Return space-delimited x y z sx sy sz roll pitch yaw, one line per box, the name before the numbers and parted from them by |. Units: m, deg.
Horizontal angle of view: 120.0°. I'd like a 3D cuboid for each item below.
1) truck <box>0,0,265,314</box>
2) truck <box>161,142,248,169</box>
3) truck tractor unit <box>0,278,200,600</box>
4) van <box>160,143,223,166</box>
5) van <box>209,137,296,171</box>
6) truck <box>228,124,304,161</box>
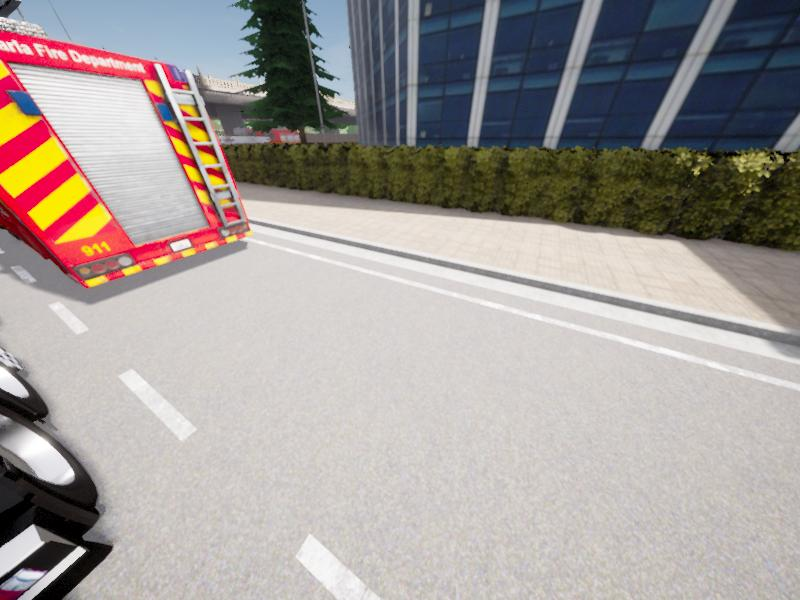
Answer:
truck | -7.815 -3.226 5.351 8.468 3.827 2.891 17 39 23
truck | -19.982 -15.245 24.121 2.390 2.098 6.274 17 38 23
truck tractor unit | -5.147 -0.260 0.753 6.516 4.208 3.053 17 39 23
van | -22.944 -16.263 25.702 1.775 1.987 4.442 17 38 23
van | -13.926 -14.355 22.497 2.351 2.431 6.366 21 40 28
truck | -18.180 -22.055 32.369 2.891 3.827 8.468 17 38 23
